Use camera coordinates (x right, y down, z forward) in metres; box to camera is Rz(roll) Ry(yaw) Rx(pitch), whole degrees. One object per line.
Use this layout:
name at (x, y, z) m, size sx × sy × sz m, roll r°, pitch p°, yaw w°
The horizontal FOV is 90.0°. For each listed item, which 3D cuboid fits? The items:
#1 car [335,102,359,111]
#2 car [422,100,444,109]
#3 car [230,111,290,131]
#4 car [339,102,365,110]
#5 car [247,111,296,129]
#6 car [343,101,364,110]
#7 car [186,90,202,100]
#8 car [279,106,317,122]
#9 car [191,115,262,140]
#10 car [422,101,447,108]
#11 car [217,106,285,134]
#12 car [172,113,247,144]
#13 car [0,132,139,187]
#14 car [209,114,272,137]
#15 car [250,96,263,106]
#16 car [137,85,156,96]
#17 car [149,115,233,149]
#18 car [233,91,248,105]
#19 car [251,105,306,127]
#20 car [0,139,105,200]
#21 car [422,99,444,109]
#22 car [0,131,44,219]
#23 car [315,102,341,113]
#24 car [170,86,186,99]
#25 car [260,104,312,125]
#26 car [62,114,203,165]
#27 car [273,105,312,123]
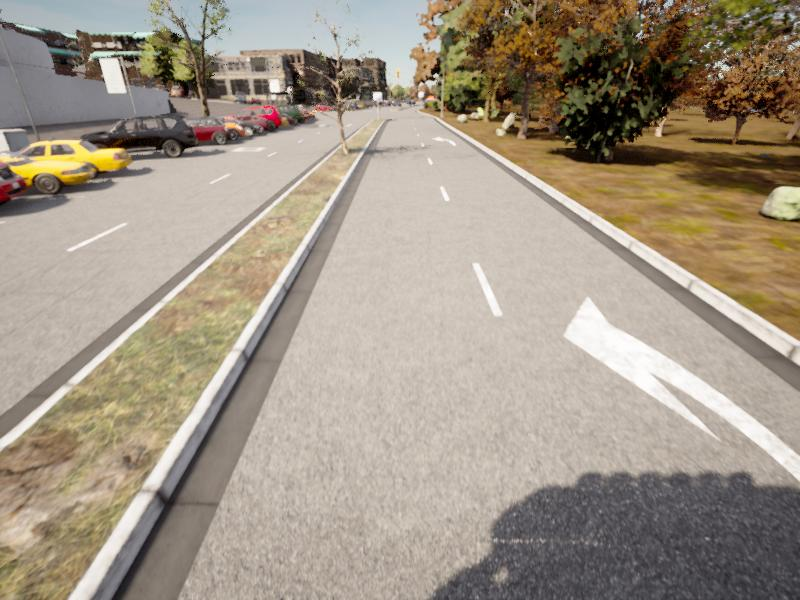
car at (-11.472, -42.175, 87.181) m, size 4.792 × 1.488 × 2.163 m, roll -8°, pitch 28°, yaw -13°
car at (7.635, -44.997, 91.994) m, size 4.553 × 1.767 × 2.185 m, roll -6°, pitch 28°, yaw -12°
car at (-13.970, -17.970, 40.119) m, size 5.366 × 1.575 × 1.946 m, roll -10°, pitch 29°, yaw -17°
car at (-10.829, -43.577, 89.824) m, size 5.366 × 1.575 × 1.946 m, roll -8°, pitch 27°, yaw -12°
car at (-13.781, -19.325, 42.871) m, size 4.674 × 1.452 × 2.002 m, roll -10°, pitch 29°, yaw -17°
car at (-10.737, -45.026, 92.399) m, size 4.553 × 1.767 × 2.185 m, roll -8°, pitch 27°, yaw -12°
car at (-40.236, -40.016, 78.144) m, size 2.231 × 1.521 × 4.892 m, roll -4°, pitch 26°, yaw -20°
car at (-13.642, -24.933, 53.534) m, size 4.553 × 1.767 × 2.185 m, roll -10°, pitch 28°, yaw -17°
car at (-13.813, -13.915, 32.154) m, size 4.892 × 1.521 × 2.231 m, roll -10°, pitch 28°, yaw -17°
car at (8.171, -46.253, 94.715) m, size 5.366 × 1.575 × 1.946 m, roll -6°, pitch 28°, yaw -12°
car at (-13.831, -16.856, 37.375) m, size 5.566 × 2.045 × 2.435 m, roll -10°, pitch 29°, yaw -17°
car at (-13.841, -12.660, 29.415) m, size 4.553 × 1.767 × 2.185 m, roll -10°, pitch 28°, yaw -17°
car at (-13.988, -5.673, 16.069) m, size 5.366 × 1.575 × 1.946 m, roll -10°, pitch 29°, yaw -17°
car at (-13.829, -15.245, 34.826) m, size 4.792 × 1.488 × 2.163 m, roll -10°, pitch 29°, yaw -17°
car at (-28.196, -39.023, 78.530) m, size 2.002 × 1.452 × 4.674 m, roll -4°, pitch 26°, yaw -20°
car at (-49.339, -40.823, 78.036) m, size 1.946 × 1.575 × 5.366 m, roll -4°, pitch 26°, yaw -20°
car at (-13.780, -11.303, 26.755) m, size 4.553 × 1.767 × 2.185 m, roll -10°, pitch 29°, yaw -17°
car at (-31.194, -39.536, 78.335) m, size 2.435 × 2.045 × 5.566 m, roll -4°, pitch 26°, yaw -20°
car at (-13.804, -20.942, 45.410) m, size 5.566 × 2.045 × 2.435 m, roll -10°, pitch 29°, yaw -17°
car at (-13.642, -4.365, 13.519) m, size 5.366 × 1.575 × 1.946 m, roll -10°, pitch 28°, yaw -17°
car at (7.252, -43.733, 89.305) m, size 4.442 × 1.987 × 1.878 m, roll -6°, pitch 28°, yaw -13°
car at (-13.798, -3.181, 10.695) m, size 5.566 × 2.045 × 2.435 m, roll -10°, pitch 28°, yaw -17°
car at (-12.692, -33.931, 70.604) m, size 3.988 × 1.617 × 1.851 m, roll 6°, pitch 26°, yaw 7°
car at (-43.184, -40.417, 77.871) m, size 1.878 × 1.987 × 4.442 m, roll -4°, pitch 26°, yaw -20°
car at (-13.732, -22.319, 48.116) m, size 5.566 × 2.045 × 2.435 m, roll -10°, pitch 28°, yaw -17°
car at (-13.840, -8.666, 21.335) m, size 5.566 × 2.045 × 2.435 m, roll -10°, pitch 29°, yaw -17°
car at (-13.617, -23.674, 50.834) m, size 4.442 × 1.987 × 1.878 m, roll -10°, pitch 28°, yaw -17°
